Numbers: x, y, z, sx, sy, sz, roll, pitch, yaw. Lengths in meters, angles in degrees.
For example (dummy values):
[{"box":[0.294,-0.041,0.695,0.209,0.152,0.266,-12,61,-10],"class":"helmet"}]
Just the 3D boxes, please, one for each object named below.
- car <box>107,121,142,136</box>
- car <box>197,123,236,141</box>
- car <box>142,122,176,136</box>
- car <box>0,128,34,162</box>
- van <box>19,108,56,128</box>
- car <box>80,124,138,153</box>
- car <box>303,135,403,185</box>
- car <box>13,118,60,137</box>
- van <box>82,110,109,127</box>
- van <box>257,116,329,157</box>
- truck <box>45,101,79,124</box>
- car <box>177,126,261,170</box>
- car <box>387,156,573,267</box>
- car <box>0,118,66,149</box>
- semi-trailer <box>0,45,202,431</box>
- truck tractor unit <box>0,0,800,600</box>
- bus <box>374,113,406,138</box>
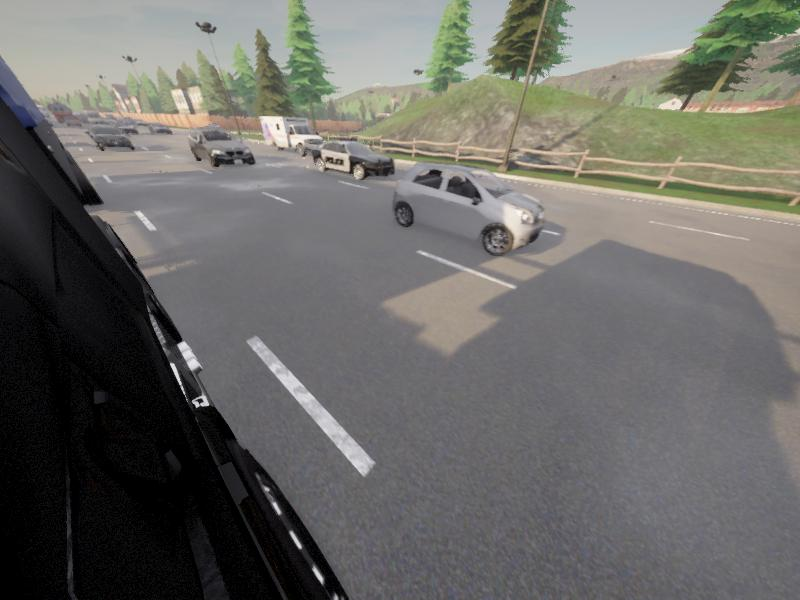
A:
[{"box":[-36.379,-22.670,30.495,5.357,1.411,2.033,28,44,30],"class":"car"},{"box":[-23.137,-21.204,29.090,5.238,1.638,1.930,28,44,30],"class":"car"},{"box":[-34.075,-24.193,32.646,5.357,1.411,2.033,28,44,30],"class":"car"},{"box":[-22.476,-8.192,12.091,4.181,1.385,1.994,14,38,15],"class":"car"},{"box":[-60.987,-30.733,38.949,6.366,2.431,2.351,28,44,30],"class":"van"},{"box":[-21.805,-12.168,17.302,4.892,1.490,1.837,28,44,30],"class":"car"},{"box":[-2.507,-7.424,11.968,5.238,1.638,1.930,28,44,30],"class":"car"},{"box":[-39.221,-18.715,25.016,4.792,1.488,2.163,28,44,30],"class":"car"},{"box":[-61.036,-36.314,46.257,5.915,2.561,1.988,28,44,30],"class":"van"},{"box":[-9.188,-14.069,19.755,6.366,2.431,2.351,28,44,30],"class":"van"},{"box":[-78.673,-43.511,53.738,8.468,3.827,2.891,28,44,30],"class":"truck"},{"box":[-10.678,-9.058,13.638,4.611,1.667,2.242,29,45,29],"class":"car"},{"box":[1.637,-2.408,5.641,3.633,1.501,1.845,28,44,30],"class":"car"},{"box":[-28.061,-12.810,17.694,5.027,1.651,2.152,28,44,30],"class":"car"},{"box":[-8.705,-3.594,4.231,14.254,4.402,2.717,28,44,30],"class":"semi-trailer"},{"box":[-2.645,-0.295,0.351,6.516,4.208,3.053,28,44,30],"class":"truck tractor unit"},{"box":[-2.173,-41.575,55.131,3.944,4.253,10.273,14,39,15],"class":"bus"}]
